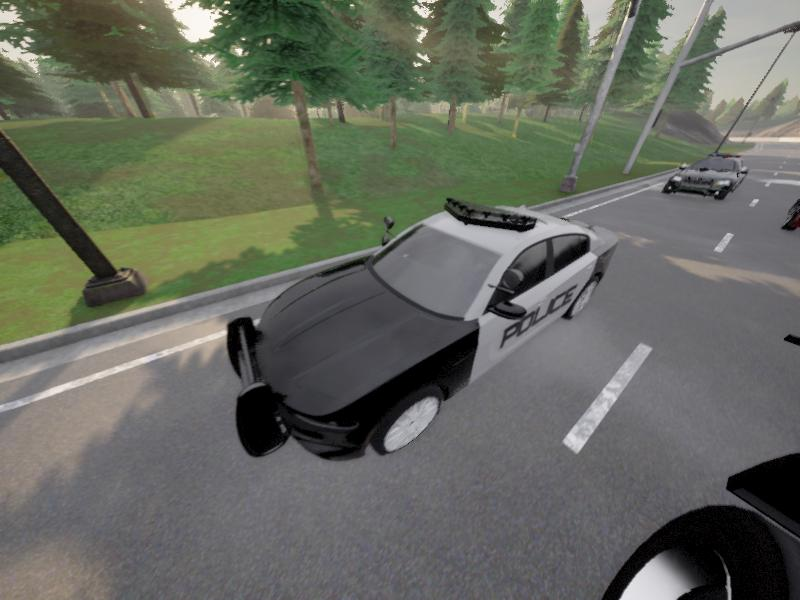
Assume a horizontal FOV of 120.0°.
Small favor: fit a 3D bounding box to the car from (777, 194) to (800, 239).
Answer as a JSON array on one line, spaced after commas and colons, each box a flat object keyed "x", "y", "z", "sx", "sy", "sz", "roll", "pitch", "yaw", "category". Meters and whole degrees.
[{"x": 12.711, "y": -2.595, "z": 6.290, "sx": 4.181, "sy": 1.385, "sz": 1.994, "roll": -22, "pitch": 41, "yaw": -28, "category": "car"}]

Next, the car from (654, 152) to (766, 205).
[{"x": 14.223, "y": -5.744, "z": 10.596, "sx": 4.974, "sy": 1.542, "sz": 2.038, "roll": -22, "pitch": 41, "yaw": -28, "category": "car"}]

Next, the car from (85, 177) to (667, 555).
[{"x": 0.805, "y": -0.315, "z": 2.922, "sx": 5.238, "sy": 1.638, "sz": 1.930, "roll": -22, "pitch": 41, "yaw": -28, "category": "car"}]
